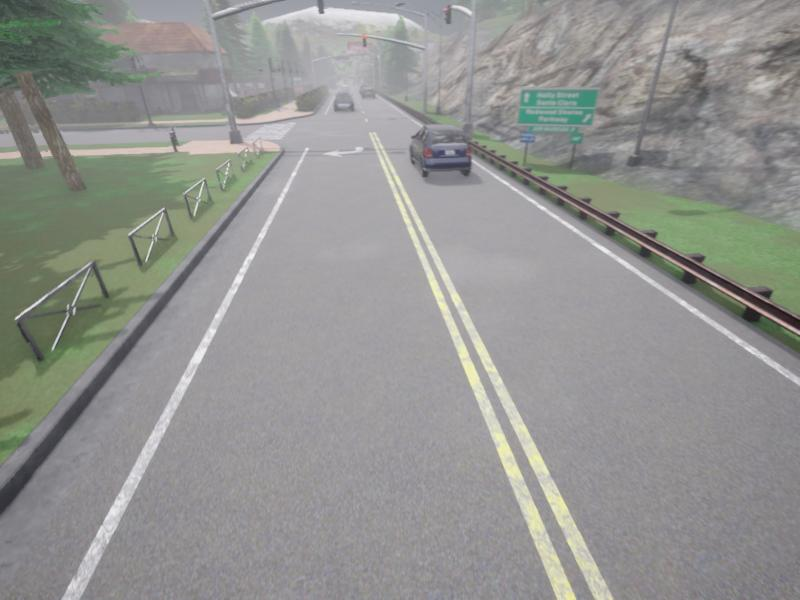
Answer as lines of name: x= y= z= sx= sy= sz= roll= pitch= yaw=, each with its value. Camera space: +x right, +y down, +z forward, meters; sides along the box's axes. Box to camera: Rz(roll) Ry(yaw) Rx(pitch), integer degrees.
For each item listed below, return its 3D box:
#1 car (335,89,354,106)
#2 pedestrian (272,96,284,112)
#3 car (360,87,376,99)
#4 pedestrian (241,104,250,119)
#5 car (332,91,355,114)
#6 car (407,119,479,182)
car: x=-6.819 y=-24.863 z=49.030 sx=2.128 sy=1.511 sz=4.902 roll=-4 pitch=30 yaw=-5
pedestrian: x=-11.692 y=-18.841 z=38.397 sx=0.751 sy=1.300 sz=0.751 roll=-4 pitch=30 yaw=-5
car: x=-4.825 y=-31.278 z=60.341 sx=2.163 sy=1.488 sz=4.792 roll=-4 pitch=30 yaw=-5
pedestrian: x=-13.039 y=-15.900 z=33.772 sx=0.500 sy=1.100 sz=0.500 roll=-10 pitch=31 yaw=-16
car: x=-5.495 y=-19.387 z=39.175 sx=2.033 sy=1.649 sz=4.856 roll=-4 pitch=30 yaw=-5
car: x=1.378 y=-5.481 z=14.394 sx=1.789 sy=1.549 sz=3.705 roll=-4 pitch=29 yaw=-5
